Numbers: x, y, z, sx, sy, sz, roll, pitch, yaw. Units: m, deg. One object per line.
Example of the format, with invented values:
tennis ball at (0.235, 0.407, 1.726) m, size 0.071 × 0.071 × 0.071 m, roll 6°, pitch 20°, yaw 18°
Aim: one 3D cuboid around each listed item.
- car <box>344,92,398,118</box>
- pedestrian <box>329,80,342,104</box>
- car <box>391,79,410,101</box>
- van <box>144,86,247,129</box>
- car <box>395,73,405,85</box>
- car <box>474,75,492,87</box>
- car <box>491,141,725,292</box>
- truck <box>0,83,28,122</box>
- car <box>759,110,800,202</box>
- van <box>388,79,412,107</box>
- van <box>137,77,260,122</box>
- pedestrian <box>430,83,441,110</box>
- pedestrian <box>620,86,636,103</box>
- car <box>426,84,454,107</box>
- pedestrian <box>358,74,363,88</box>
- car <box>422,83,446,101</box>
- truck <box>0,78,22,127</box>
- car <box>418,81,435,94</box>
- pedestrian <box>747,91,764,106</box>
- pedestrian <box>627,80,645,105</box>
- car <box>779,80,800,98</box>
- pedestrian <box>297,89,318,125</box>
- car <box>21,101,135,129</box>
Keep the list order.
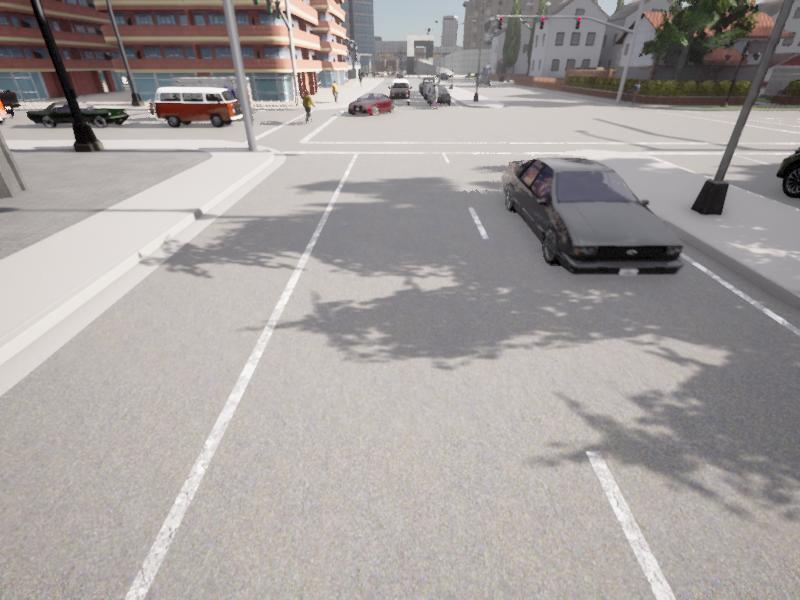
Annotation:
car at (-1.991, -14.261, 29.119) m, size 1.994 × 1.385 × 4.181 m, roll 15°, pitch 33°, yaw 24°
pedestrian at (-5.758, -18.667, 35.834) m, size 0.751 × 1.860 × 0.751 m, roll 26°, pitch 39°, yaw 37°
car at (0.015, -22.545, 42.817) m, size 1.932 × 1.855 × 4.605 m, roll 0°, pitch 30°, yaw 0°
van at (-11.608, -11.131, 23.086) m, size 4.480 × 2.038 × 2.069 m, roll -1°, pitch 30°, yaw -1°
car at (0.021, -43.714, 79.112) m, size 1.932 × 1.855 × 4.605 m, roll 0°, pitch 30°, yaw 0°
car at (15.019, -39.836, 72.717) m, size 2.152 × 1.651 × 5.027 m, roll 0°, pitch 30°, yaw 0°
car at (3.502, -2.092, 8.234) m, size 2.033 × 1.411 × 5.357 m, roll 0°, pitch 30°, yaw 0°
truck at (-28.646, -12.796, 25.881) m, size 6.274 × 2.098 × 2.390 m, roll 0°, pitch 30°, yaw -1°
car at (11.506, -2.748, 8.712) m, size 2.150 × 2.045 × 5.566 m, roll 0°, pitch 30°, yaw 0°
van at (0.011, -18.940, 36.475) m, size 2.069 × 2.038 × 4.480 m, roll 0°, pitch 30°, yaw 0°
van at (-12.870, -13.061, 26.011) m, size 6.366 × 2.431 × 2.351 m, roll 0°, pitch 30°, yaw 0°
pedestrian at (2.814, -16.355, 32.175) m, size 0.751 × 1.860 × 0.751 m, roll 1°, pitch 30°, yaw 1°
pedestrian at (20.940, -18.859, 36.740) m, size 0.751 × 1.300 × 0.751 m, roll 1°, pitch 30°, yaw 2°
car at (3.545, -18.719, 36.493) m, size 1.930 × 1.638 × 5.238 m, roll 0°, pitch 30°, yaw 0°
pedestrian at (-6.209, -34.651, 63.238) m, size 0.751 × 1.860 × 0.751 m, roll -1°, pitch 30°, yaw -2°
car at (3.513, -22.213, 42.642) m, size 2.163 × 1.488 × 4.792 m, roll 0°, pitch 30°, yaw 0°
truck at (-25.836, -11.225, 22.819) m, size 5.204 × 2.467 × 2.627 m, roll 0°, pitch 30°, yaw -1°
car at (3.515, -28.650, 53.862) m, size 1.895 × 1.301 × 4.718 m, roll 0°, pitch 30°, yaw 0°
pedestrian at (29.928, -16.953, 33.671) m, size 0.500 × 1.100 × 0.500 m, roll 0°, pitch 30°, yaw 1°
pedestrian at (20.663, -18.180, 35.017) m, size 0.751 × 1.860 × 0.751 m, roll 5°, pitch 31°, yaw 9°
car at (41.436, -21.459, 40.680) m, size 1.970 × 1.475 × 3.806 m, roll 0°, pitch 30°, yaw 0°
pedestrian at (-5.507, -11.544, 23.926) m, size 0.751 × 1.860 × 0.751 m, roll 9°, pitch 32°, yaw 16°
car at (-18.532, -10.776, 23.216) m, size 4.718 × 1.301 × 1.895 m, roll 0°, pitch 30°, yaw -1°
